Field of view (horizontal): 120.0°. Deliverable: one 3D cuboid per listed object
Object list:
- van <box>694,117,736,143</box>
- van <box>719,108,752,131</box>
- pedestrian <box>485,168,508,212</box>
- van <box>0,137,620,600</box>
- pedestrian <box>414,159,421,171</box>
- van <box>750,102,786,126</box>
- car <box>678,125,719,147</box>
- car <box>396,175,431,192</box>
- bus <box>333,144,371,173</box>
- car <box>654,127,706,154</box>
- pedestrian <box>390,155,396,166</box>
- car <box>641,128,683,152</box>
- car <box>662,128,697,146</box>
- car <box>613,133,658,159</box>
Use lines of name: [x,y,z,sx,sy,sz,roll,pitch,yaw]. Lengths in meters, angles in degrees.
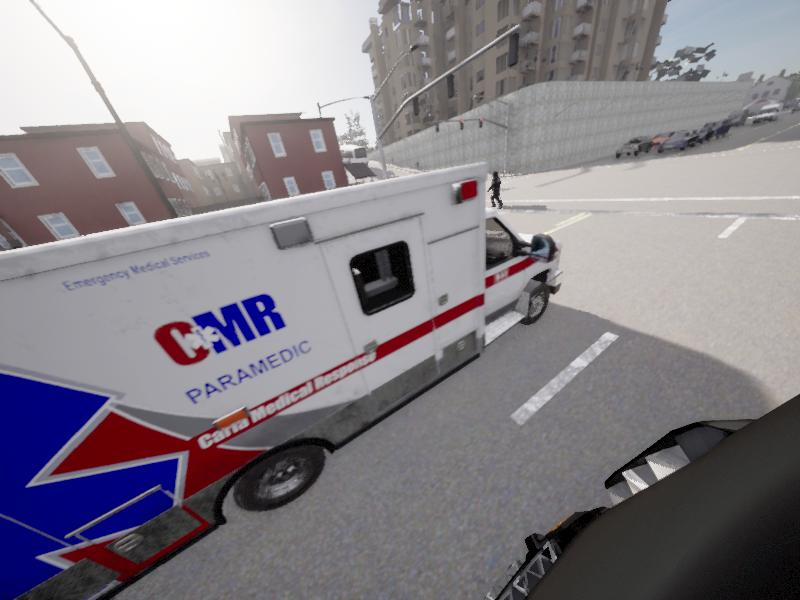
van: [38.926,-21.057,28.565,4.442,1.987,1.775,-24,31,-23]
van: [62.367,-33.566,42.947,5.915,2.561,1.988,-24,31,-23]
pedestrian: [4.938,-5.608,11.877,0.751,1.860,0.751,-30,34,-32]
van: [-0.521,-0.071,2.947,6.366,2.431,2.351,-24,30,-23]
pedestrian: [3.425,-26.086,44.790,0.751,1.860,0.751,-24,31,-24]
van: [63.610,-32.170,39.916,5.915,2.561,1.988,-24,31,-23]
car: [34.183,-18.762,26.457,3.633,1.501,1.845,-24,31,-23]
car: [1.667,-15.714,30.953,1.930,1.638,5.238,-24,36,-23]
bus: [-10.707,-31.507,51.084,3.944,4.253,10.273,-24,42,-23]
car: [29.292,-16.659,24.165,4.856,1.649,2.033,-24,31,-23]
pedestrian: [-1.599,-30.834,51.151,0.751,1.860,0.751,-24,31,-24]
car: [33.821,-20.667,29.843,4.553,1.767,2.097,-24,31,-23]
car: [39.153,-22.855,32.380,4.193,1.474,1.816,-24,31,-23]
car: [27.315,-17.852,26.806,4.605,1.855,1.932,-24,31,-23]
